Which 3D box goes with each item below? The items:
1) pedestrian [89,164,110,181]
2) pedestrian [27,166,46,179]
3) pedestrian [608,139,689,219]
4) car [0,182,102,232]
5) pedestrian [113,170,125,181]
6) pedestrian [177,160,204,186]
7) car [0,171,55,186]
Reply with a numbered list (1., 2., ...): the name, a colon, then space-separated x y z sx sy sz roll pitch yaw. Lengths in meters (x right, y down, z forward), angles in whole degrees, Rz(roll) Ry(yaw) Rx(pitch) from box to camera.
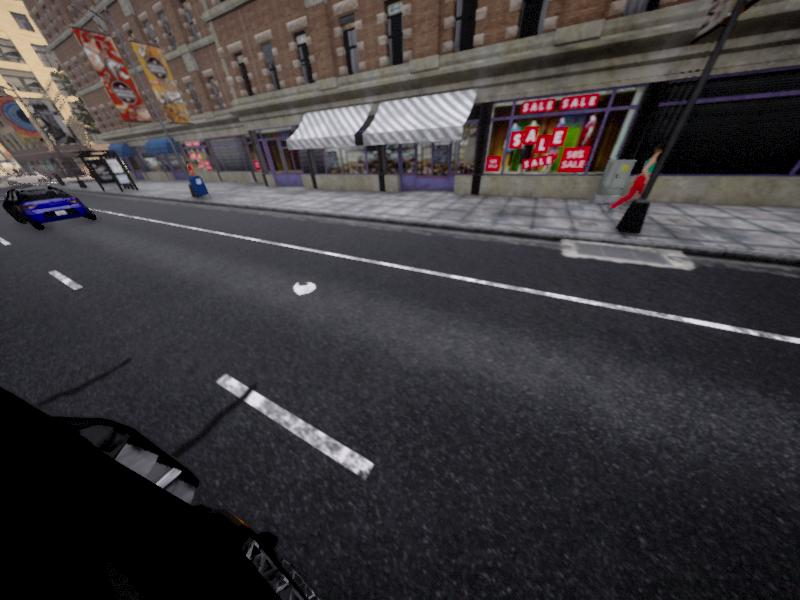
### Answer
1. pedestrian: -38.970 -16.611 29.996 0.751 1.860 0.751 13 37 23
2. pedestrian: -62.614 -21.930 39.839 0.751 1.860 0.751 4 34 10
3. pedestrian: 6.808 -3.349 6.472 0.751 1.860 0.751 14 37 23
4. car: -15.678 -4.192 10.151 4.193 1.474 1.816 14 37 24
5. pedestrian: -34.560 -15.322 28.400 0.500 1.100 0.500 26 43 36
6. pedestrian: -17.538 -10.670 19.387 0.751 1.860 0.751 12 36 21
7. car: -51.551 -16.856 31.958 3.633 1.501 1.845 -26 41 -31
